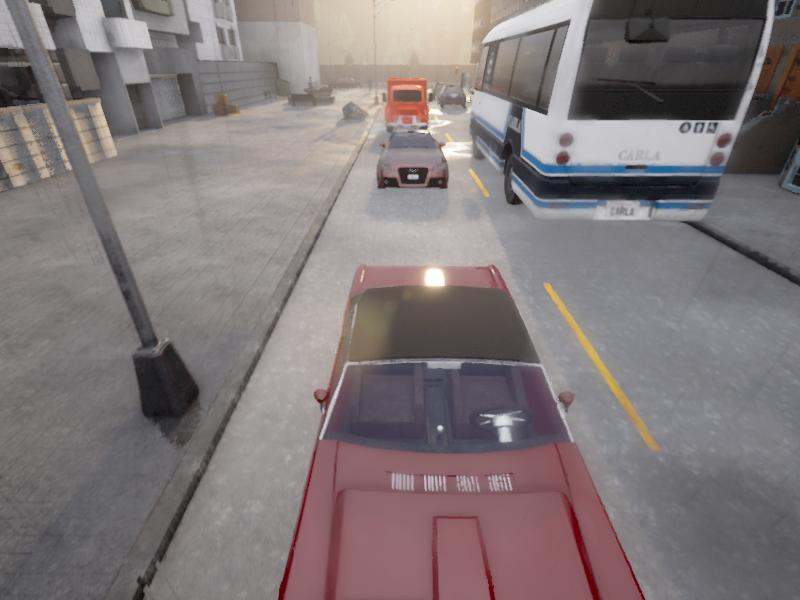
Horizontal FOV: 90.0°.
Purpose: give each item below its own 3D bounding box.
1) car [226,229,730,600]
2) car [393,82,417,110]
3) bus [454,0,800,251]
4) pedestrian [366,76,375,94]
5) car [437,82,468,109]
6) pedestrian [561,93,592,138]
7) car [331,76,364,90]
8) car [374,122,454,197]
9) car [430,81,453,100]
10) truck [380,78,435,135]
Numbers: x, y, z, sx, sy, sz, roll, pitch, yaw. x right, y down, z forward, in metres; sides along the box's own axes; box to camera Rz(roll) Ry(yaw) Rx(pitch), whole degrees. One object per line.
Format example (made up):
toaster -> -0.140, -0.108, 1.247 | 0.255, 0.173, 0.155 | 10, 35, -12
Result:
car -> 0.316, 0.873, 3.235 | 1.895, 1.301, 4.718 | 0, 30, 1
car -> 0.396, -16.932, 33.087 | 1.905, 1.878, 3.866 | 0, 30, 0
bus -> 4.132, -5.385, 11.005 | 3.944, 4.253, 10.273 | 1, 30, 1
pedestrian -> -3.486, -25.420, 47.378 | 0.751, 1.860, 0.751 | 6, 31, 11
car -> 4.398, -17.652, 34.417 | 2.097, 1.767, 4.553 | 0, 30, 0
pedestrian -> 8.122, -8.510, 18.464 | 0.751, 1.860, 0.751 | 0, 30, 0
car -> -7.735, -32.368, 59.577 | 4.553, 1.767, 2.097 | 0, 30, 0
car -> 0.356, -4.412, 12.191 | 1.994, 1.385, 4.181 | 0, 30, 0
car -> 4.359, -22.445, 42.779 | 2.033, 1.649, 4.856 | 0, 30, 1
truck -> 0.381, -10.670, 21.830 | 2.627, 2.467, 5.204 | 0, 29, 0
